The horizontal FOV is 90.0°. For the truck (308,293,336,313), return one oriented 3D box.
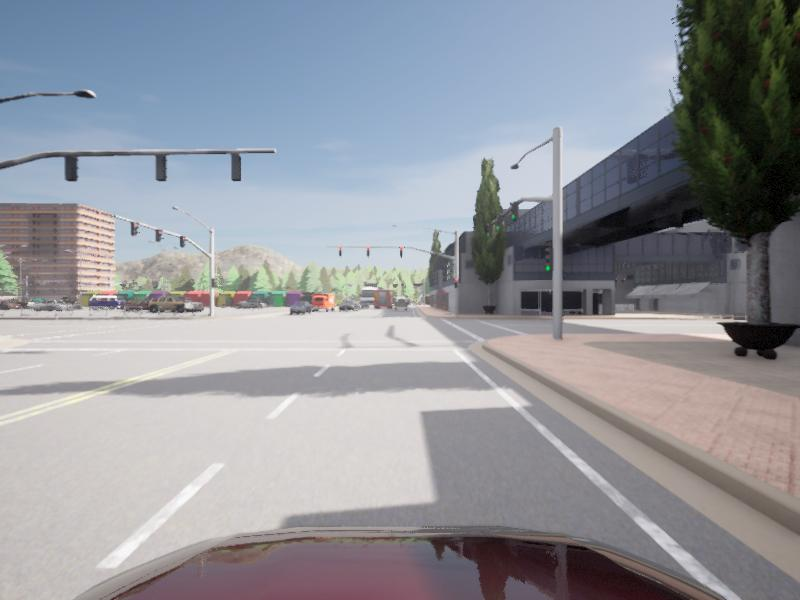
[{"bbox_3d":[-10.423,0.349,53.928,2.627,2.467,5.204,0,1,2],"label":"truck"}]

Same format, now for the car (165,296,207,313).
[{"bbox_3d":[-24.912,0.506,46.623,3.866,1.878,1.905,0,0,0],"label":"car"}]

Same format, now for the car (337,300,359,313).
[{"bbox_3d":[-6.920,0.788,54.020,2.152,1.651,5.027,0,0,1],"label":"car"}]

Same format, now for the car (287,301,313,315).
[{"bbox_3d":[-10.637,0.833,42.946,1.845,1.501,3.633,0,0,1],"label":"car"}]

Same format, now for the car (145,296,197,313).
[{"bbox_3d":[-24.968,0.503,43.729,4.605,1.855,1.932,0,0,0],"label":"car"}]

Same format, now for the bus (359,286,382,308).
[{"bbox_3d":[-6.019,-0.527,83.771,3.944,4.253,10.273,0,0,2],"label":"bus"}]

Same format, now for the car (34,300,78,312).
[{"bbox_3d":[-42.377,0.746,49.340,3.806,1.475,1.970,0,0,0],"label":"car"}]

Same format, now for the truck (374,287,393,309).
[{"bbox_3d":[-2.902,-0.314,72.591,2.891,3.827,8.468,0,0,2],"label":"truck"}]

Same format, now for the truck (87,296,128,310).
[{"bbox_3d":[-42.405,0.411,58.020,4.478,2.038,2.069,0,0,0],"label":"truck"}]

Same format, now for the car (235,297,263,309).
[{"bbox_3d":[-24.936,0.509,66.247,3.866,1.878,1.905,0,0,0],"label":"car"}]

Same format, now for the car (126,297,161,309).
[{"bbox_3d":[-42.456,0.506,66.238,4.605,1.855,1.932,0,0,0],"label":"car"}]
